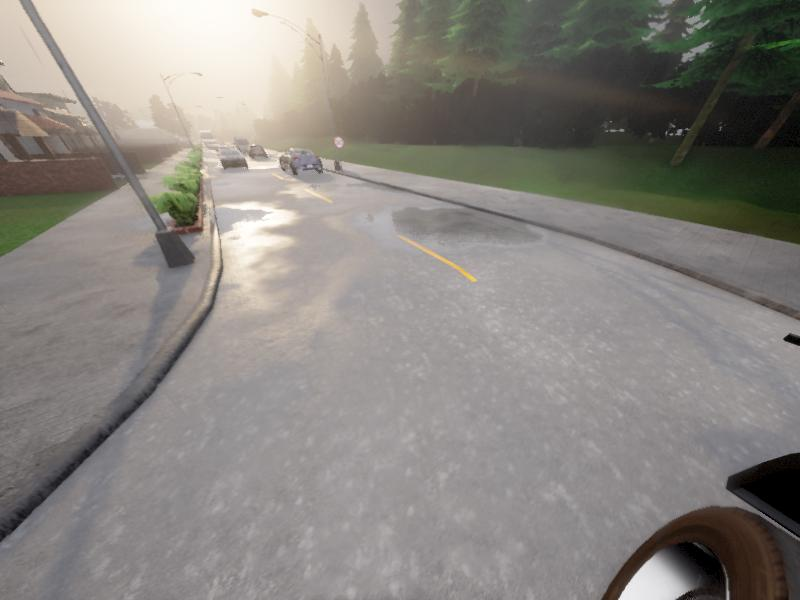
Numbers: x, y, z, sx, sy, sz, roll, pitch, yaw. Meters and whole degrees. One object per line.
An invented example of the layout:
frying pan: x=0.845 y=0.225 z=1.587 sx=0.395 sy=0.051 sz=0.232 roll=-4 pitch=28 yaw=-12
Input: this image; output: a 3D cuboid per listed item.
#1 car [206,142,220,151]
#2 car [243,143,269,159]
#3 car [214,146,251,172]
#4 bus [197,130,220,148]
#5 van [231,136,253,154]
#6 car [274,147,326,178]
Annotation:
car: x=-46.796 y=-38.422 z=57.697 sx=2.152 sy=1.651 sz=5.027 roll=-22 pitch=41 yaw=-28
car: x=-19.843 y=-20.508 z=31.778 sx=2.033 sy=1.649 sz=4.856 roll=-22 pitch=40 yaw=-27
car: x=-14.976 y=-12.630 z=20.542 sx=1.930 sy=1.638 sz=5.238 roll=-22 pitch=41 yaw=-28
bus: x=-58.705 y=-49.422 z=70.879 sx=3.944 sy=4.253 sz=10.273 roll=-22 pitch=41 yaw=-28
van: x=-28.703 y=-28.154 z=41.920 sx=1.988 sy=2.561 sz=5.915 roll=-22 pitch=41 yaw=-28
car: x=-7.737 y=-10.679 z=17.726 sx=2.152 sy=1.651 sz=5.027 roll=-22 pitch=41 yaw=-28
